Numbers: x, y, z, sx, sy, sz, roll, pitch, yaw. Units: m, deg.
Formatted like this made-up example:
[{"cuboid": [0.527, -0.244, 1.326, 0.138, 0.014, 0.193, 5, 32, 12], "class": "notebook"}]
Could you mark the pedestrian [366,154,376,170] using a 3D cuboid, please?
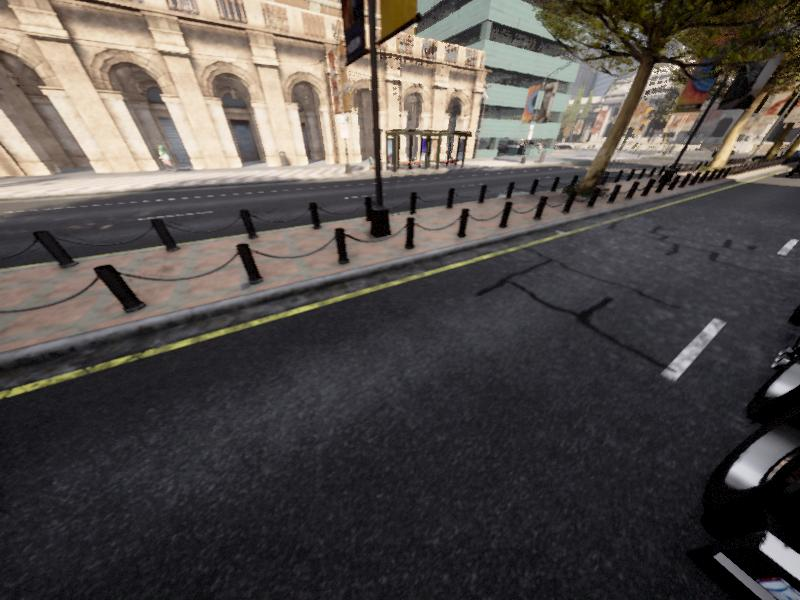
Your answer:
[{"cuboid": [-2.415, -11.483, 19.237, 0.500, 1.100, 0.500, -22, 41, -29], "class": "pedestrian"}]

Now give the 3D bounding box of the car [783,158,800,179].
[{"cuboid": [32.932, -10.576, 18.114, 5.238, 1.638, 1.930, -18, 39, -24], "class": "car"}]

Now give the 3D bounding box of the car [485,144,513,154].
[{"cuboid": [19.061, -29.146, 44.598, 4.902, 1.511, 2.128, -18, 39, -25], "class": "car"}]

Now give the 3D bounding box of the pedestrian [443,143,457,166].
[{"cuboid": [4.850, -14.208, 22.562, 0.751, 1.860, 0.751, -18, 39, -25], "class": "pedestrian"}]

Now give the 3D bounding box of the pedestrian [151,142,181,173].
[{"cuboid": [-17.023, -10.379, 16.841, 0.751, 1.860, 0.751, -18, 39, -25], "class": "pedestrian"}]

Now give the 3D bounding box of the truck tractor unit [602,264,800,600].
[{"cuboid": [5.113, -0.297, 0.788, 6.516, 4.208, 3.053, -18, 39, -24], "class": "truck tractor unit"}]

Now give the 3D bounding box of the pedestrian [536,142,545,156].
[{"cuboid": [23.190, -24.974, 38.230, 0.751, 1.860, 0.751, 16, 38, 22], "class": "pedestrian"}]
